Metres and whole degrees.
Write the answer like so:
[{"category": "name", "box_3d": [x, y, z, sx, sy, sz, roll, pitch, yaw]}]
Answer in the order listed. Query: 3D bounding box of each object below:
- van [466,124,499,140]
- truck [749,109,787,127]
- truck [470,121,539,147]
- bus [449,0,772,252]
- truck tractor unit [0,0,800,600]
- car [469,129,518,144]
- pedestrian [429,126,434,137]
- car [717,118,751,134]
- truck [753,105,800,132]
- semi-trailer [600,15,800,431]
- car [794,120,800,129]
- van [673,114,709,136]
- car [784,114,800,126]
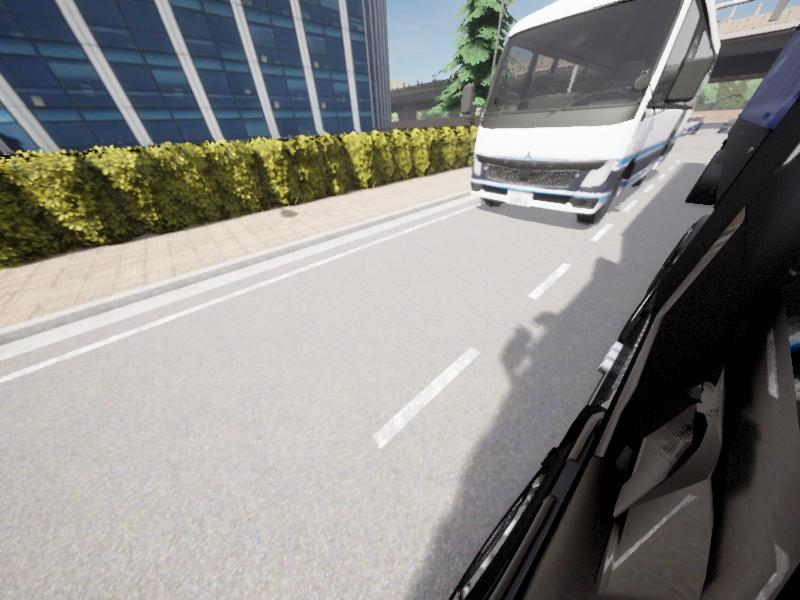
[{"category": "van", "box_3d": [13.079, -26.801, 36.850, 1.775, 1.987, 4.442, -30, 45, -31]}, {"category": "truck", "box_3d": [61.762, -30.621, 38.894, 6.274, 2.098, 2.390, -30, 44, -31]}, {"category": "truck", "box_3d": [11.370, -18.495, 25.771, 2.390, 2.098, 6.274, -30, 45, -31]}, {"category": "bus", "box_3d": [6.566, -5.670, 7.252, 10.273, 4.253, 3.944, -30, 44, -31]}, {"category": "truck tractor unit", "box_3d": [2.645, -0.295, 0.351, 6.516, 4.208, 3.053, -28, 44, -30]}, {"category": "car", "box_3d": [11.848, -21.061, 29.755, 2.033, 1.411, 5.357, -30, 45, -31]}, {"category": "pedestrian", "box_3d": [6.501, -34.785, 47.725, 0.751, 1.860, 0.751, -31, 45, -33]}, {"category": "car", "box_3d": [41.573, -21.710, 28.815, 4.674, 1.442, 1.812, -30, 45, -31]}, {"category": "truck", "box_3d": [48.406, -23.174, 29.490, 5.204, 2.467, 2.627, -30, 45, -31]}, {"category": "semi-trailer", "box_3d": [8.570, -3.692, 4.346, 14.254, 4.402, 2.717, -30, 44, -31]}, {"category": "car", "box_3d": [55.217, -23.779, 30.785, 4.181, 1.385, 1.994, -30, 44, -31]}, {"category": "van", "box_3d": [36.358, -21.833, 28.847, 4.442, 1.987, 1.775, -29, 44, -30]}, {"category": "car", "box_3d": [63.935, -28.746, 36.846, 3.806, 1.475, 1.970, -30, 44, -31]}]
